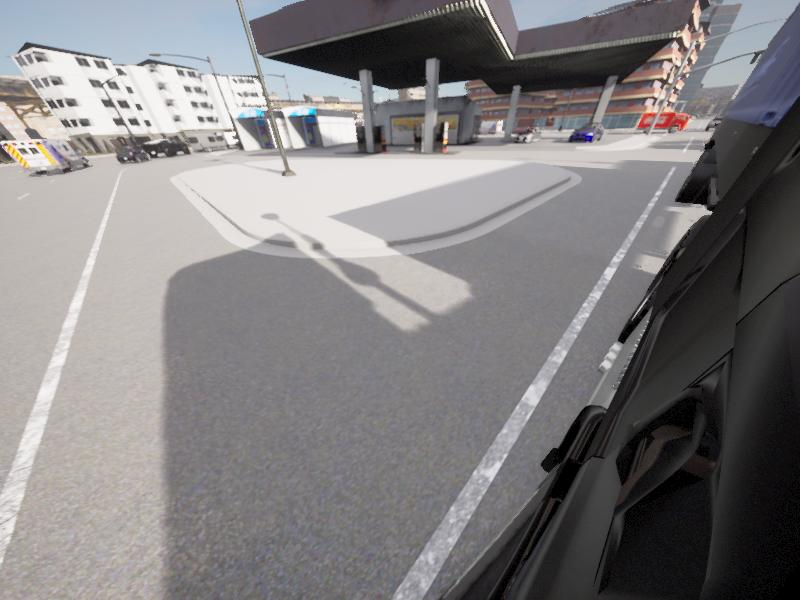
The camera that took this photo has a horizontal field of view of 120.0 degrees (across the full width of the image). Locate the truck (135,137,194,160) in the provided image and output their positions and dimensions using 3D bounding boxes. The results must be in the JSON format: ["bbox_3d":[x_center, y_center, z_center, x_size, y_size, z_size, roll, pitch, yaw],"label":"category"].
[{"bbox_3d":[-32.071,-20.962,31.828,2.390,2.098,6.274,-7,37,-6],"label":"truck"}]

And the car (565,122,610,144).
[{"bbox_3d":[19.906,-17.767,24.514,4.611,1.667,2.242,-31,45,-32],"label":"car"}]

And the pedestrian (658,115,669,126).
[{"bbox_3d":[56.350,-38.301,49.371,0.751,1.860,0.751,-24,42,-25],"label":"pedestrian"}]

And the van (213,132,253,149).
[{"bbox_3d":[-32.828,-31.657,45.771,1.988,2.561,5.915,10,39,17],"label":"van"}]

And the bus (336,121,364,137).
[{"bbox_3d":[-17.704,-60.356,81.685,3.944,4.253,10.273,-32,46,-33],"label":"bus"}]

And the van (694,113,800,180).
[{"bbox_3d":[15.172,-6.837,10.133,4.480,2.038,2.069,-31,45,-33],"label":"van"}]

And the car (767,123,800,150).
[{"bbox_3d":[27.847,-11.340,15.960,4.718,1.301,1.895,-31,45,-33],"label":"car"}]

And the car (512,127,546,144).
[{"bbox_3d":[15.380,-19.669,27.598,3.806,1.475,1.970,-31,45,-32],"label":"car"}]

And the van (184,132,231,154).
[{"bbox_3d":[-31.736,-26.173,38.390,1.988,2.561,5.915,2,37,7],"label":"van"}]

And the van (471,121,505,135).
[{"bbox_3d":[19.479,-38.432,51.665,2.351,2.431,6.366,-32,46,-33],"label":"van"}]

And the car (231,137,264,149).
[{"bbox_3d":[-29.549,-30.650,44.974,1.930,1.638,5.238,10,39,17],"label":"car"}]

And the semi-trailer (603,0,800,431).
[{"bbox_3d":[8.453,-3.763,4.452,14.254,4.402,2.717,-31,45,-32],"label":"semi-trailer"}]

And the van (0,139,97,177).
[{"bbox_3d":[-31.478,-13.098,21.029,2.351,2.431,6.366,-21,41,-23],"label":"van"}]

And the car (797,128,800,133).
[{"bbox_3d":[47.262,-18.754,24.648,1.895,1.301,4.718,-30,45,-32],"label":"car"}]

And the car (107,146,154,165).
[{"bbox_3d":[-30.395,-16.496,26.242,1.845,1.501,3.633,-15,39,-16],"label":"car"}]

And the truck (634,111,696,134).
[{"bbox_3d":[37.596,-25.354,33.040,5.204,2.467,2.627,27,46,32],"label":"truck"}]

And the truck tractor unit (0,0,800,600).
[{"bbox_3d":[2.645,-0.295,0.352,6.516,4.208,3.053,-28,44,-30],"label":"truck tractor unit"}]

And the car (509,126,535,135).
[{"bbox_3d":[24.974,-34.864,47.451,1.994,1.385,4.181,-32,45,-33],"label":"car"}]

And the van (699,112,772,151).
[{"bbox_3d":[23.921,-12.172,16.696,4.480,2.038,2.069,-31,45,-33],"label":"van"}]
